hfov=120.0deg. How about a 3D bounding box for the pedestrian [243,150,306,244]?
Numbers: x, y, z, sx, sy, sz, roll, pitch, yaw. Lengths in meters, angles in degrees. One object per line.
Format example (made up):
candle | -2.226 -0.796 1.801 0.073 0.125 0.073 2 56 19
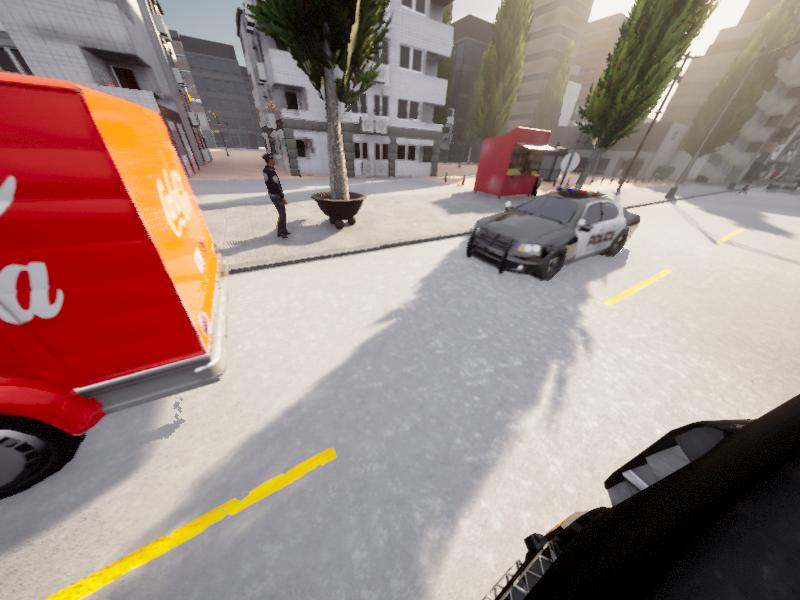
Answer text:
pedestrian | -2.914 -2.406 5.468 0.751 1.860 0.751 -22 41 -32

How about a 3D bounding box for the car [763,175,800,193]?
car | 44.130 -13.308 26.369 4.514 1.525 2.007 -16 38 -27

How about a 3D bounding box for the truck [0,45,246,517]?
truck | -4.321 0.076 1.291 5.204 2.467 2.627 -16 38 -27

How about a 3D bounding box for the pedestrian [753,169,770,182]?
pedestrian | 61.151 -21.166 39.118 0.751 1.860 0.751 -20 40 -30

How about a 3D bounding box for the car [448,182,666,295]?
car | 3.890 -1.874 5.751 4.974 1.542 2.038 -16 38 -26

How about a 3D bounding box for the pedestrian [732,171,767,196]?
pedestrian | 29.924 -9.969 19.801 0.751 1.860 0.751 -17 38 -27

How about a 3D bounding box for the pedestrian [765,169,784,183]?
pedestrian | 60.284 -19.949 37.207 0.751 1.860 0.751 -14 37 -24
